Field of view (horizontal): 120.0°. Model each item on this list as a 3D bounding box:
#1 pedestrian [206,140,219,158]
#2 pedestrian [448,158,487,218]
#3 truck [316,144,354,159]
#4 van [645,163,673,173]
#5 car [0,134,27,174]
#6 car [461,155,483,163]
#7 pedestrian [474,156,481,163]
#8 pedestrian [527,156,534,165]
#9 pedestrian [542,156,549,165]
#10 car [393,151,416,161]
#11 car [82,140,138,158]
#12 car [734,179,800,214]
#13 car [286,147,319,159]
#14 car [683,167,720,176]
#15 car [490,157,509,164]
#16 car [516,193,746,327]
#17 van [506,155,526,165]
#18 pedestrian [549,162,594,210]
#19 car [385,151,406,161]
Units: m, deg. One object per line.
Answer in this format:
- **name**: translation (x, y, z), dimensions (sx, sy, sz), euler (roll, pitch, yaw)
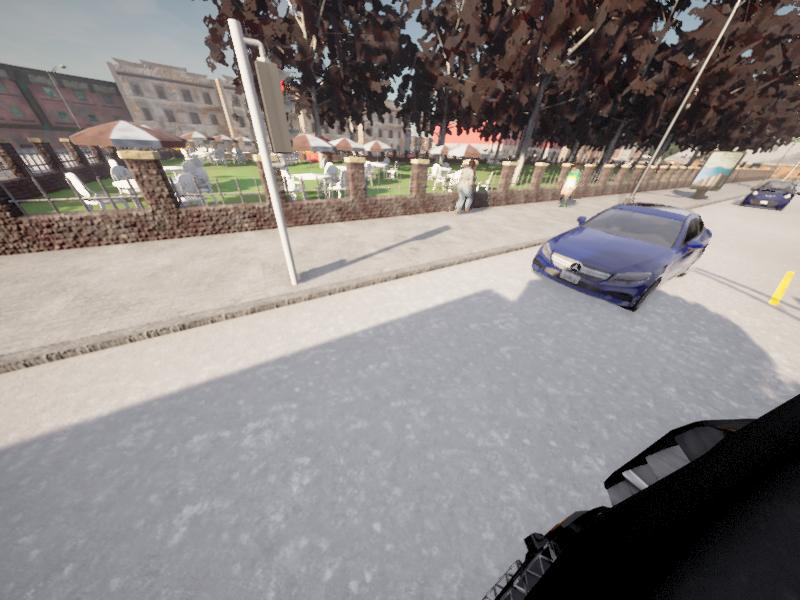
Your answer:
- **pedestrian**: translation (-23.629, -19.073, 29.154), dimensions (0.751, 1.860, 0.751), euler (-17, 38, -27)
- **pedestrian**: translation (2.434, -4.107, 8.509), dimensions (0.751, 1.860, 0.751), euler (-17, 38, -27)
- **truck**: translation (-12.152, -27.979, 43.602), dimensions (6.274, 2.098, 2.390), euler (-16, 38, -27)
- **van**: translation (71.007, -36.333, 63.405), dimensions (1.775, 1.987, 4.442), euler (-16, 38, -26)
- **car**: translation (-23.092, -7.574, 11.951), dimensions (1.932, 1.855, 4.605), euler (-16, 37, -26)
- **car**: translation (17.099, -33.567, 54.965), dimensions (4.892, 1.490, 1.837), euler (-15, 38, -26)
- **pedestrian**: translation (16.848, -30.517, 50.259), dimensions (0.751, 1.300, 0.751), euler (-5, 34, -12)
- **pedestrian**: translation (32.929, -35.309, 58.305), dimensions (0.751, 1.860, 0.751), euler (-13, 37, -23)
- **pedestrian**: translation (38.352, -36.824, 61.037), dimensions (0.751, 1.860, 0.751), euler (-16, 38, -26)
- **car**: translation (1.025, -31.499, 50.517), dimensions (4.514, 1.525, 2.007), euler (-16, 38, -27)
- **car**: translation (-31.764, -16.706, 25.495), dimensions (1.970, 1.475, 3.806), euler (-7, 35, -15)
- **car**: translation (23.064, -6.517, 14.347), dimensions (3.633, 1.501, 1.845), euler (-18, 39, -28)
- **car**: translation (-15.964, -24.109, 37.945), dimensions (4.514, 1.525, 2.007), euler (-15, 38, -25)
- **car**: translation (75.146, -32.095, 57.713), dimensions (1.801, 1.575, 5.366), euler (-16, 38, -26)
- **car**: translation (27.655, -38.900, 64.350), dimensions (4.902, 1.511, 2.128), euler (-16, 38, -26)
- **car**: translation (4.979, -1.233, 4.963), dimensions (4.674, 1.442, 1.812), euler (-17, 38, -27)
- **van**: translation (31.248, -37.622, 62.158), dimensions (4.480, 2.038, 2.069), euler (-16, 38, -26)
- **pedestrian**: translation (7.853, -5.250, 10.676), dimensions (0.751, 1.860, 0.751), euler (-9, 35, -18)
- **car**: translation (-0.825, -28.460, 45.738), dimensions (3.705, 1.549, 1.789), euler (-16, 38, -25)
